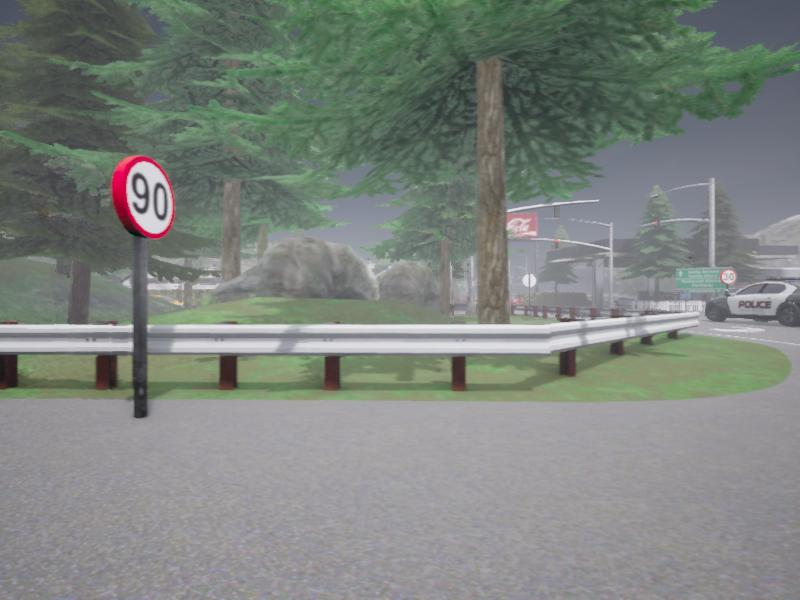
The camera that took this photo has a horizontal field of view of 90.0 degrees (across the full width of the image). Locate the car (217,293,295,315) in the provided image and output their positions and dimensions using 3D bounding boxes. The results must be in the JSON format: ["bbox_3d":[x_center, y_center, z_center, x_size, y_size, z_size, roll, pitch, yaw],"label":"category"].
[{"bbox_3d":[-10.444,0.304,29.275,5.008,1.535,1.882,0,0,2],"label":"car"}]

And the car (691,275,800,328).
[{"bbox_3d":[12.696,0.049,13.604,2.038,1.542,4.974,0,0,2],"label":"car"}]

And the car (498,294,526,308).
[{"bbox_3d":[13.762,0.145,49.507,2.242,1.667,4.611,2,0,2],"label":"car"}]

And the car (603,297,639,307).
[{"bbox_3d":[37.770,0.339,68.529,4.974,1.542,2.038,0,0,2],"label":"car"}]

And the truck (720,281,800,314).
[{"bbox_3d":[28.762,-0.210,31.338,5.204,2.467,2.627,0,0,3],"label":"truck"}]
